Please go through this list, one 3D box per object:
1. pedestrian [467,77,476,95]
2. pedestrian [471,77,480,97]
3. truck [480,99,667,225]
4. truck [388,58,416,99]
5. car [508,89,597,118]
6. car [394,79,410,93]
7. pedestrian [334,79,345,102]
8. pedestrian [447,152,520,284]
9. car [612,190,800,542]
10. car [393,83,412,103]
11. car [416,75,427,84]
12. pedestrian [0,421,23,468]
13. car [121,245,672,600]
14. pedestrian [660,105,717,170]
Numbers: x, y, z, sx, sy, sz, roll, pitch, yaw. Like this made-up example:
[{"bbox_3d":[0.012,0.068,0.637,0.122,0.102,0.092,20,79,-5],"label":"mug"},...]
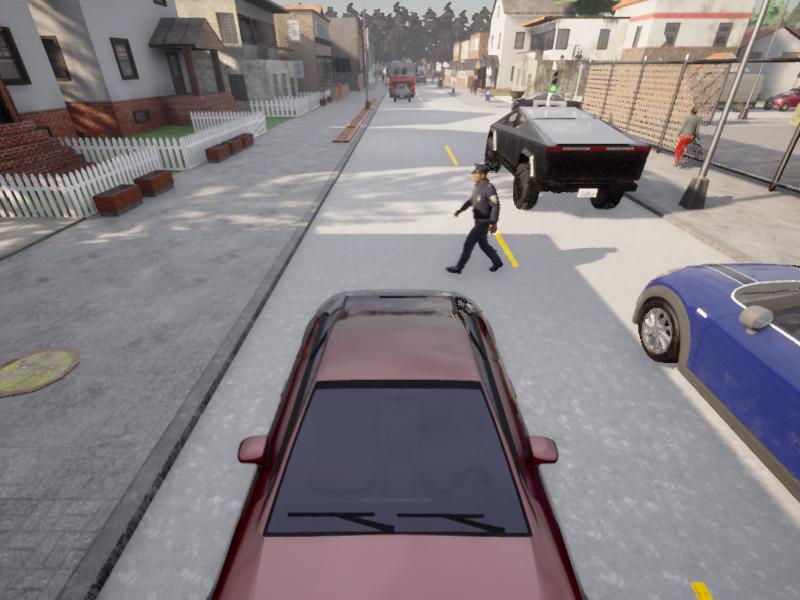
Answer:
[{"bbox_3d":[8.369,-24.946,46.648,0.751,1.860,0.751,0,30,1],"label":"pedestrian"},{"bbox_3d":[8.400,-23.718,44.543,0.751,1.860,0.751,2,30,4],"label":"pedestrian"},{"bbox_3d":[4.037,-4.148,11.049,2.390,2.098,6.274,0,30,0],"label":"truck"},{"bbox_3d":[0.248,-25.908,46.623,2.891,3.827,8.468,0,30,0],"label":"truck"},{"bbox_3d":[10.405,-13.587,27.673,5.238,1.638,1.930,3,30,4],"label":"car"},{"bbox_3d":[0.295,-29.185,54.561,2.163,1.488,4.792,0,30,0],"label":"car"},{"bbox_3d":[-5.729,-19.912,38.042,0.751,1.860,0.751,2,30,3],"label":"pedestrian"},{"bbox_3d":[1.255,-1.276,6.317,0.751,1.860,0.751,-4,30,-6],"label":"pedestrian"},{"bbox_3d":[3.998,0.626,3.170,2.097,1.767,4.553,0,30,0],"label":"car"},{"bbox_3d":[0.221,-20.756,40.046,1.789,1.549,3.705,0,30,0],"label":"car"},{"bbox_3d":[4.464,-46.164,83.601,2.038,1.542,4.974,0,30,0],"label":"car"},{"bbox_3d":[-3.783,0.620,2.863,0.751,1.860,0.751,14,33,22],"label":"pedestrian"},{"bbox_3d":[-0.012,1.035,2.935,1.994,1.385,4.181,0,30,0],"label":"car"},{"bbox_3d":[9.243,-5.238,12.899,0.751,1.860,0.751,3,30,4],"label":"pedestrian"}]
